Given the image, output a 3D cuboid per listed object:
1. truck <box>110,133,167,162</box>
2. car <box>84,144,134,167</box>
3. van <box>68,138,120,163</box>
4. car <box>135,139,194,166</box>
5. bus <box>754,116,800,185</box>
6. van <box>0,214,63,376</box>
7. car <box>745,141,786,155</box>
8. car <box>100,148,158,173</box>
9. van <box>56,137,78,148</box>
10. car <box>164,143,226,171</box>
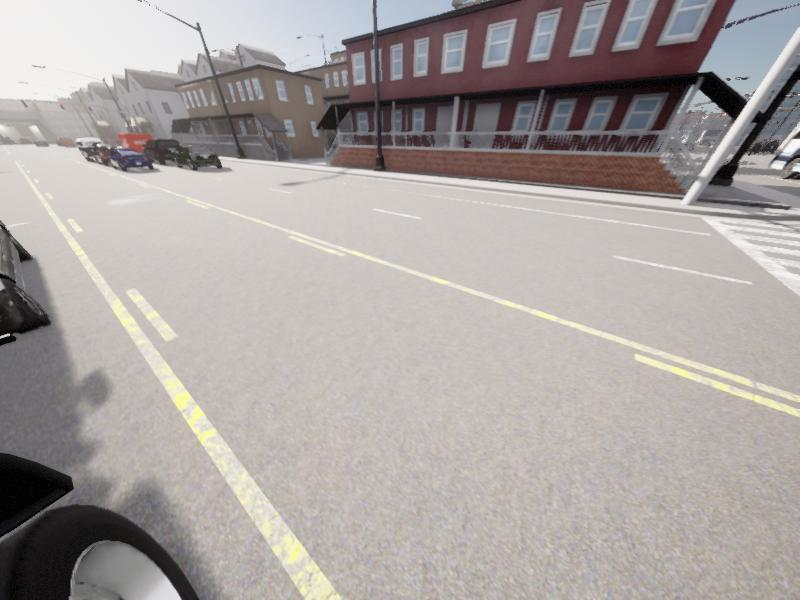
[{"bbox_3d":[-29.544,-17.283,26.093,5.204,2.467,2.627,23,41,29],"label":"truck"},{"bbox_3d":[-27.332,-13.649,21.695,3.988,1.617,1.851,22,41,28],"label":"car"},{"bbox_3d":[-32.353,-15.880,24.447,4.480,2.038,2.069,22,41,28],"label":"van"},{"bbox_3d":[-23.056,-14.527,22.597,5.566,2.045,2.150,22,41,28],"label":"car"},{"bbox_3d":[27.001,-8.743,12.884,3.944,4.253,10.273,22,41,28],"label":"bus"},{"bbox_3d":[-7.317,-0.915,2.952,5.915,2.561,1.988,22,41,28],"label":"van"},{"bbox_3d":[70.933,-29.726,45.012,2.150,2.045,5.566,22,41,28],"label":"car"},{"bbox_3d":[-21.728,-11.282,18.520,4.674,1.442,1.812,22,41,28],"label":"car"},{"bbox_3d":[-78.135,-37.044,54.192,4.442,1.987,1.775,22,41,28],"label":"van"},{"bbox_3d":[-17.131,-12.015,19.296,4.553,1.767,2.097,22,41,28],"label":"car"}]
